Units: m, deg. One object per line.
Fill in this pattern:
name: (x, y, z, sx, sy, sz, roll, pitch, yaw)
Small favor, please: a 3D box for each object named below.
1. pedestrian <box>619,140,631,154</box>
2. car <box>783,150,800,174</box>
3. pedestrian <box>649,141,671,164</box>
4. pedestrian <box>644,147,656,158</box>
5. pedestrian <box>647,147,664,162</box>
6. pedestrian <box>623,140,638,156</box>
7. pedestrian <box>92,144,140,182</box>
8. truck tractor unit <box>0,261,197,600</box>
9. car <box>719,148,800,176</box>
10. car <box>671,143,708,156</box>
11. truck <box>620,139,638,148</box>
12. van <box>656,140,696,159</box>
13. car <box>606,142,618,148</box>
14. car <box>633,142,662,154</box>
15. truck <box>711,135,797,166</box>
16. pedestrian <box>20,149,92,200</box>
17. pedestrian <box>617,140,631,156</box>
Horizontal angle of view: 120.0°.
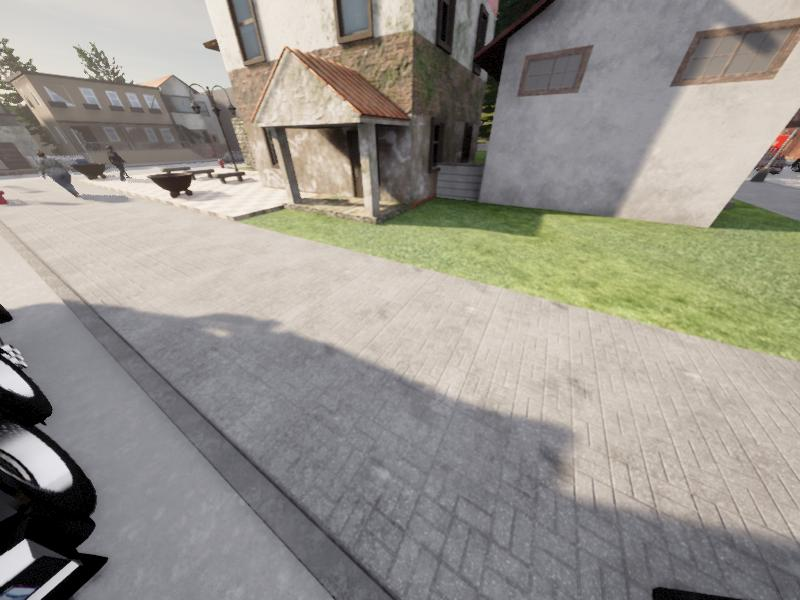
pedestrian: (36.675, -24.971, 37.648, 0.751, 1.860, 0.751, 28, 44, 34)
car: (30.278, -9.509, 15.584, 2.150, 2.045, 5.566, 19, 39, 25)
pedestrian: (25.975, -14.758, 23.090, 0.751, 1.860, 0.751, 28, 44, 34)
pedestrian: (32.335, -19.064, 29.876, 0.500, 1.100, 0.500, 9, 36, 13)
pedestrian: (27.643, -15.773, 25.020, 0.751, 1.300, 0.751, 28, 44, 34)
pedestrian: (32.998, -21.779, 33.100, 0.751, 1.860, 0.751, 22, 41, 28)
pedestrian: (-16.655, -8.057, 13.621, 0.751, 1.860, 0.751, -5, 35, -7)
truck tractor unit: (-5.105, -0.308, 0.781, 6.516, 4.208, 3.053, 19, 39, 24)
car: (26.999, -10.517, 17.492, 1.789, 1.549, 3.705, 18, 38, 24)
car: (44.181, -23.116, 35.431, 2.038, 1.542, 4.974, 19, 39, 26)
truck: (67.903, -46.542, 68.655, 2.390, 2.098, 6.274, 18, 39, 24)
van: (36.350, -19.993, 30.625, 1.775, 1.987, 4.442, 18, 39, 24)
car: (63.873, -46.815, 69.611, 1.845, 1.501, 3.633, 18, 39, 24)
car: (43.278, -26.773, 40.565, 2.242, 1.667, 4.611, 18, 39, 24)
truck: (36.385, -15.733, 24.103, 2.627, 2.467, 5.204, 20, 40, 26)
pedestrian: (-14.787, -5.409, 10.013, 0.751, 1.860, 0.751, 9, 36, 14)
pedestrian: (32.446, -22.032, 33.469, 0.751, 1.860, 0.751, 18, 39, 24)
